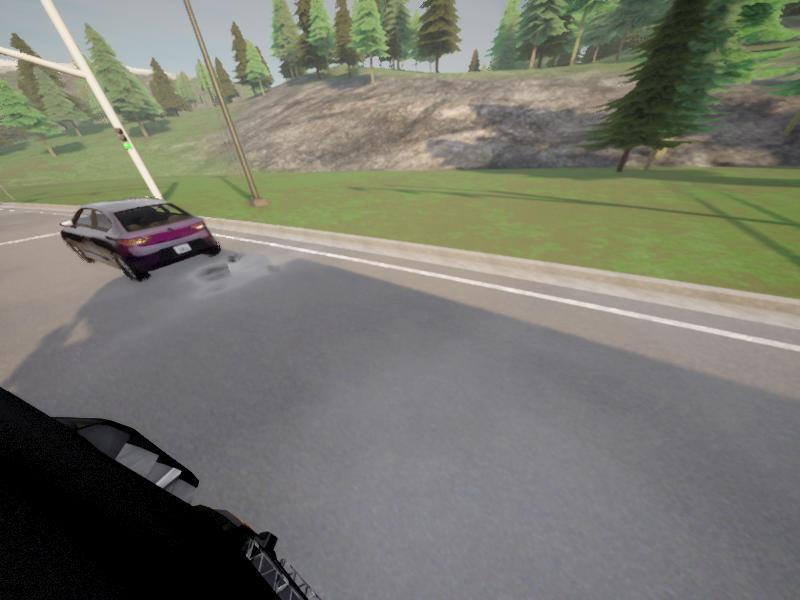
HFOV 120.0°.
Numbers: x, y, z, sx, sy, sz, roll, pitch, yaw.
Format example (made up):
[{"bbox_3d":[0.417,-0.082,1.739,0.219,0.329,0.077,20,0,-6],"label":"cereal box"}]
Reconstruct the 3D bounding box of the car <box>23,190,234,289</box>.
[{"bbox_3d":[-6.631,-1.734,5.757,4.193,1.474,1.816,13,37,23],"label":"car"}]
